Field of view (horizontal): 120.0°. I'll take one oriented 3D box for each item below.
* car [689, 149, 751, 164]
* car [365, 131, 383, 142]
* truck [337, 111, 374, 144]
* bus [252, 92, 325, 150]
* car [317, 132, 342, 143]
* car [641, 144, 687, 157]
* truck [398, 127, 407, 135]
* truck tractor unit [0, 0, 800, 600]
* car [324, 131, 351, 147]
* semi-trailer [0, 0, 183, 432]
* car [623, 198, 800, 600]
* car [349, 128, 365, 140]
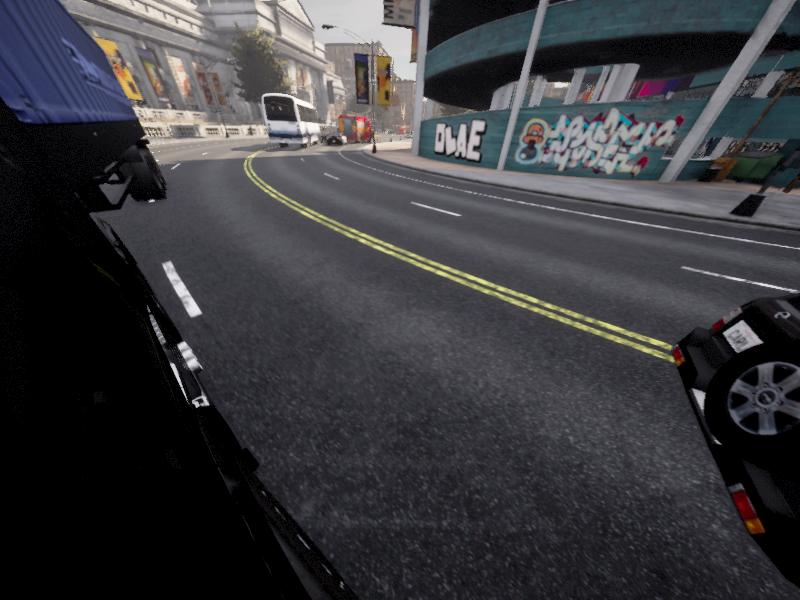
[{"bbox_3d":[43.094,-19.441,31.275,4.718,1.301,1.895,9,37,8],"label":"car"},{"bbox_3d":[-4.923,-31.838,44.815,1.801,1.575,5.366,9,37,8],"label":"car"},{"bbox_3d":[-6.793,-27.388,36.829,2.891,3.827,8.468,8,37,7],"label":"truck"},{"bbox_3d":[-11.845,-20.028,26.245,3.944,4.253,10.273,-1,36,-5],"label":"bus"},{"bbox_3d":[-10.785,-25.154,35.688,1.895,1.301,4.718,7,37,6],"label":"car"},{"bbox_3d":[45.909,-26.115,40.346,4.786,1.482,2.161,9,37,8],"label":"car"},{"bbox_3d":[0.939,-67.757,92.737,2.627,2.467,5.204,9,37,8],"label":"truck"},{"bbox_3d":[-2.645,-0.295,0.351,6.516,4.208,3.053,28,44,30],"label":"truck tractor unit"},{"bbox_3d":[-8.122,-21.398,30.614,2.038,1.542,4.974,3,37,1],"label":"car"},{"bbox_3d":[-7.857,-4.071,4.909,2.717,4.402,14.254,-24,45,-31],"label":"semi-trailer"},{"bbox_3d":[4.188,1.265,0.655,4.605,1.855,1.932,22,41,24],"label":"car"},{"bbox_3d":[-8.345,-32.453,45.159,1.905,1.878,3.866,9,37,8],"label":"car"}]
